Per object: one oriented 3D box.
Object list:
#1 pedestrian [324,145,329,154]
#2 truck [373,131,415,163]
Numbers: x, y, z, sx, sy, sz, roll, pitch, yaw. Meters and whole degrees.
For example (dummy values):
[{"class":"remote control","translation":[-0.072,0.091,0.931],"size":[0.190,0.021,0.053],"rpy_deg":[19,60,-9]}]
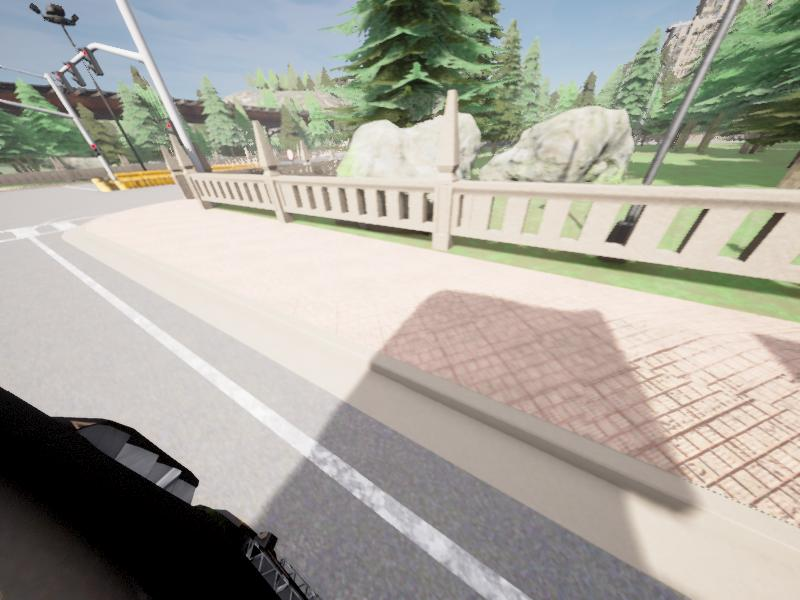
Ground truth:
[{"class":"pedestrian","translation":[-19.319,-39.480,60.689],"size":[0.751,1.860,0.751],"rpy_deg":[16,38,26]},{"class":"truck","translation":[-0.747,-26.296,39.536],"size":[2.891,3.827,8.468],"rpy_deg":[16,41,26]}]
